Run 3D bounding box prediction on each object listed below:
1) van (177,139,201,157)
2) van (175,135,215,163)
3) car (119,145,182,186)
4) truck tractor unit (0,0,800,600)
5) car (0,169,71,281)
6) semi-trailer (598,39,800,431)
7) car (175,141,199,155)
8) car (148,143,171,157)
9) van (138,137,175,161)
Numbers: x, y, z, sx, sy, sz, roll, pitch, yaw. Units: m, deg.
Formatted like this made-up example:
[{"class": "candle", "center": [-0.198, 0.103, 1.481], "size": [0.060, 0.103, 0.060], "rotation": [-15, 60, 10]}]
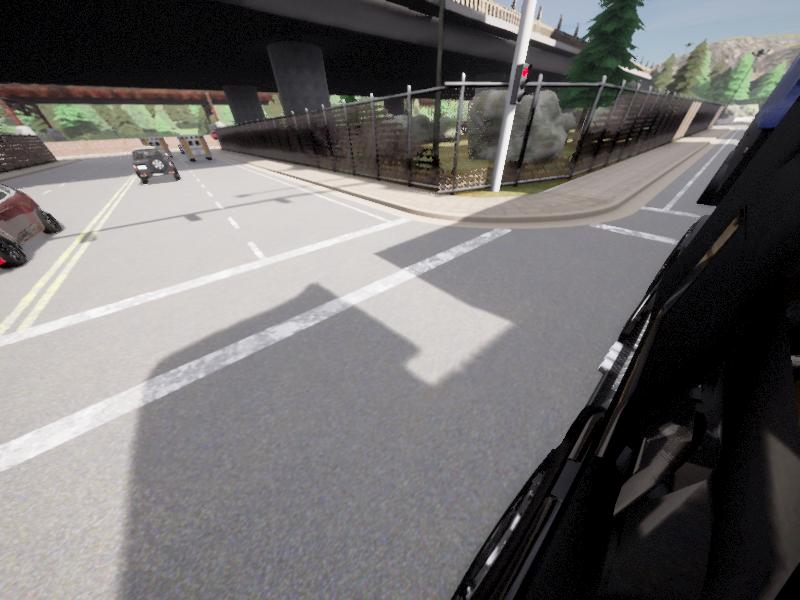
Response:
[{"class": "van", "center": [-31.323, -22.589, 34.287], "size": [1.775, 1.987, 4.442], "rotation": [-28, 44, -30]}, {"class": "van", "center": [-24.374, -18.027, 27.366], "size": [2.351, 2.431, 6.366], "rotation": [-28, 44, -30]}, {"class": "car", "center": [-16.283, -9.044, 15.276], "size": [1.932, 1.855, 4.605], "rotation": [-28, 44, -30]}, {"class": "truck tractor unit", "center": [2.645, -0.295, 0.351], "size": [6.516, 4.208, 3.053], "rotation": [-28, 44, -30]}, {"class": "car", "center": [-10.401, -1.693, 5.225], "size": [2.242, 1.667, 4.611], "rotation": [-28, 43, -30]}, {"class": "semi-trailer", "center": [8.694, -3.613, 4.224], "size": [14.254, 4.402, 2.717], "rotation": [-28, 44, -30]}, {"class": "car", "center": [-35.225, -25.175, 38.159], "size": [2.097, 1.767, 4.553], "rotation": [-28, 44, -30]}, {"class": "car", "center": [-37.676, -23.525, 36.255], "size": [1.851, 1.617, 3.988], "rotation": [-28, 44, -30]}, {"class": "van", "center": [-32.846, -20.549, 31.277], "size": [2.351, 2.431, 6.366], "rotation": [-28, 44, -30]}]
